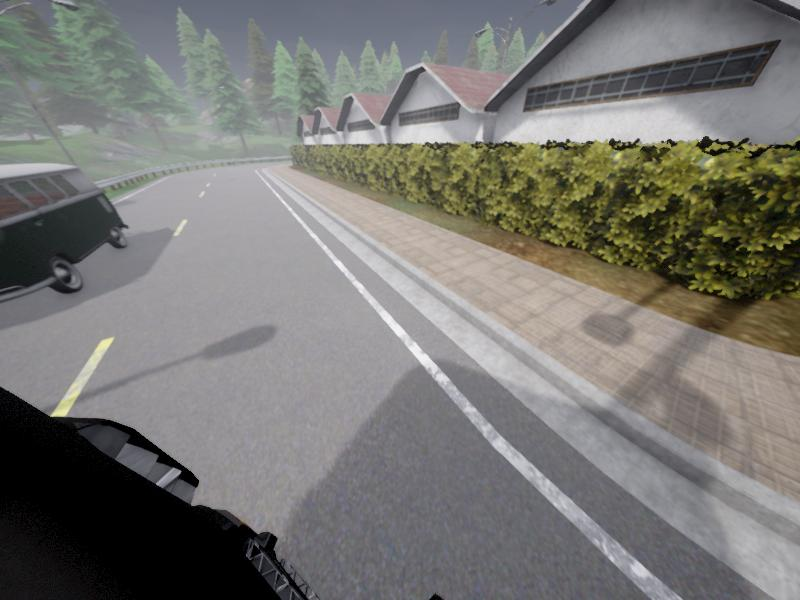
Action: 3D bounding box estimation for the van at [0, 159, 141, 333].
[{"bbox_3d":[-7.254,-1.302,4.264,1.775,1.987,4.442,-20,38,-24],"label":"van"}]
